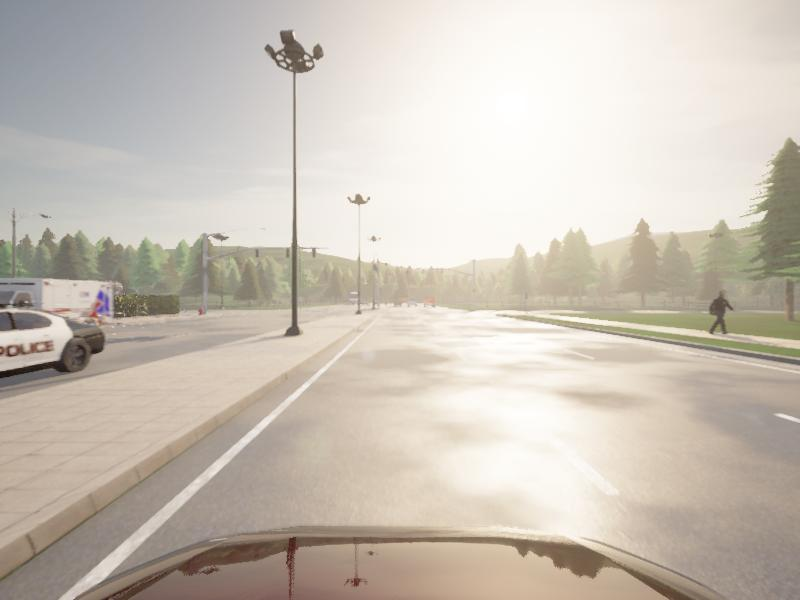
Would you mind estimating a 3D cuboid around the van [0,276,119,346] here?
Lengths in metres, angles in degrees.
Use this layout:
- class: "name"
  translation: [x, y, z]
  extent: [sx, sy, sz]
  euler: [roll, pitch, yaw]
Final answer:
- class: "van"
  translation: [-15.032, 0.379, 16.553]
  extent: [2.351, 2.431, 6.366]
  euler: [0, 0, 0]

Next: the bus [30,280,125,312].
- class: "bus"
  translation: [-45.190, -0.535, 56.344]
  extent: [10.273, 4.253, 3.944]
  euler: [0, 0, 1]

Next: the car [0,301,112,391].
- class: "car"
  translation: [-8.005, 0.823, 7.225]
  extent: [2.038, 1.542, 4.974]
  euler: [0, 0, 0]

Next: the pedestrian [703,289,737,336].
- class: "pedestrian"
  translation: [12.770, 0.486, 15.980]
  extent: [0.751, 1.860, 0.751]
  euler: [0, 0, 0]
